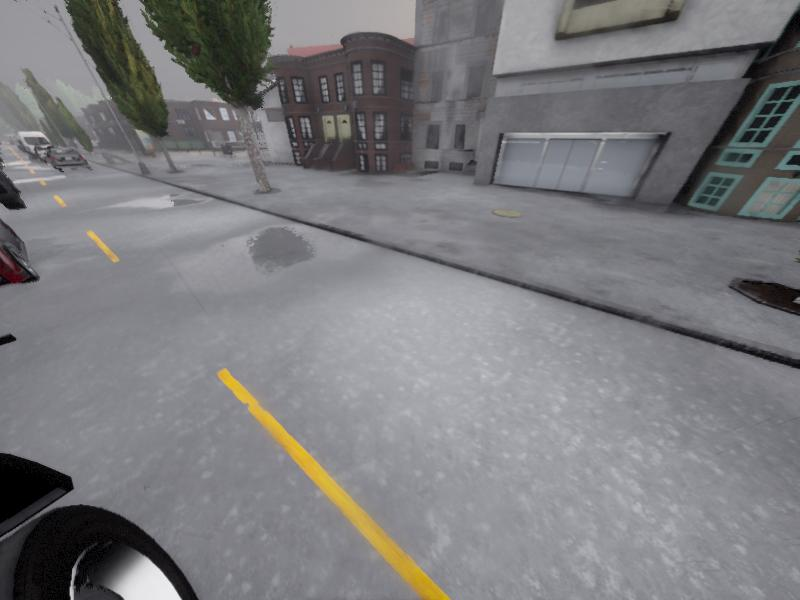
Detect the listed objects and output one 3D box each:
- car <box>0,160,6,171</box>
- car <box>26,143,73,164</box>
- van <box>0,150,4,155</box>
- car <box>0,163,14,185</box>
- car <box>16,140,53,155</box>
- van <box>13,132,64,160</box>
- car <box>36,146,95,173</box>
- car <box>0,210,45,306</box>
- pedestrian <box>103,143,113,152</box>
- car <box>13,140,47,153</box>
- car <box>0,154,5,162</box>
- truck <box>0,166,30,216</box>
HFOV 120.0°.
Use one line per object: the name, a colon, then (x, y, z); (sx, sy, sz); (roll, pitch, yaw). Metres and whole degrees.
car: (-33.315, -11.198, 18.144); (5.366, 1.575, 1.801); (22, 41, 28)
car: (-35.251, -14.826, 23.250); (3.988, 1.617, 1.851); (22, 41, 28)
van: (-56.689, -21.198, 31.265); (5.915, 2.561, 1.988); (22, 41, 28)
car: (-24.201, -7.431, 12.938); (4.902, 1.511, 2.128); (22, 41, 28)
car: (-51.886, -21.667, 32.782); (4.856, 1.649, 2.033); (22, 41, 28)
van: (-42.448, -18.156, 27.108); (5.915, 2.561, 1.988); (23, 41, 28)
car: (-25.876, -10.953, 17.883); (3.705, 1.549, 1.789); (23, 41, 28)
car: (-8.489, -0.922, 3.961); (4.181, 1.385, 1.994); (22, 41, 28)
pedestrian: (-47.498, -24.786, 37.516); (0.500, 1.100, 0.500); (23, 41, 29)
car: (-59.840, -24.887, 37.378); (4.611, 1.667, 2.242); (22, 41, 28)
car: (-42.157, -14.946, 23.131); (4.605, 1.855, 1.932); (22, 41, 28)
truck: (-16.356, -4.450, 8.267); (6.274, 2.098, 2.390); (22, 41, 28)
